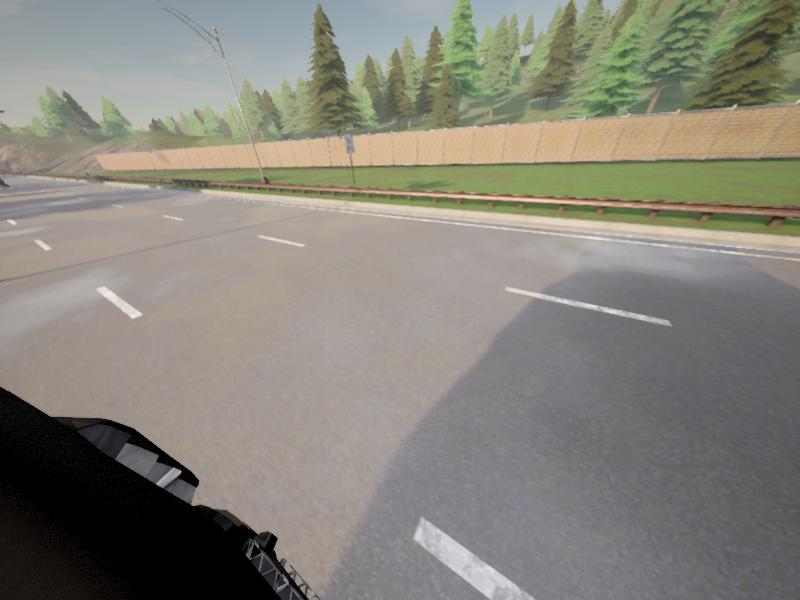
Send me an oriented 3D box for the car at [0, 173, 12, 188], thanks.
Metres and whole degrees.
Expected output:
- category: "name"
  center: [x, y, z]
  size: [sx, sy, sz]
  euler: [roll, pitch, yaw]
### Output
- category: "car"
  center: [-50.459, -14.675, 28.338]
  size: [4.902, 1.511, 2.128]
  euler: [16, 38, 26]
